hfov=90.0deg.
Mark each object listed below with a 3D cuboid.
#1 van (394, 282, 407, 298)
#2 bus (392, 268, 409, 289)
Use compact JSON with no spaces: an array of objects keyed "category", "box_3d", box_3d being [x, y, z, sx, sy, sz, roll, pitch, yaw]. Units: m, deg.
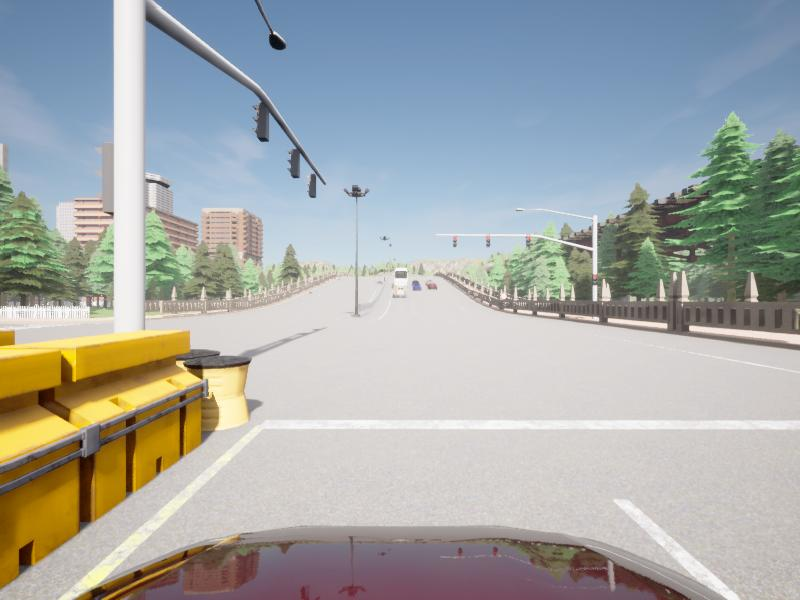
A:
[{"category":"van","box_3d":[0.136,-1.979,75.971,2.351,2.431,6.366,0,7,0]},{"category":"bus","box_3d":[0.122,-5.303,94.941,3.944,4.253,10.273,0,7,0]}]
